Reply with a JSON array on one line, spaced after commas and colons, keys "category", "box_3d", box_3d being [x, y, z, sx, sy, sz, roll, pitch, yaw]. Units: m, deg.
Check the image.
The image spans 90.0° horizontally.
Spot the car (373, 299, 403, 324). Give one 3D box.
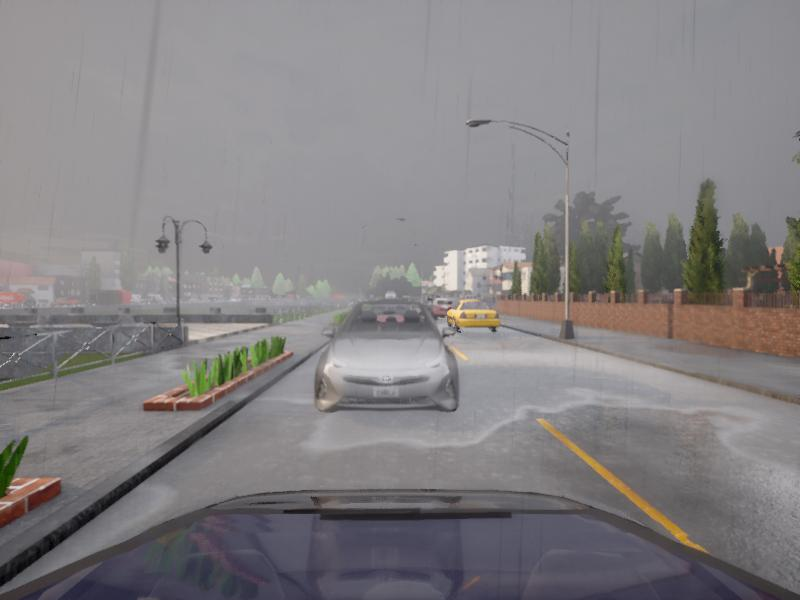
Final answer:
[{"category": "car", "box_3d": [-0.797, 0.674, 26.031, 1.816, 1.474, 4.193, 0, 0, -2]}]

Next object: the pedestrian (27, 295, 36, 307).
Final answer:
[{"category": "pedestrian", "box_3d": [-59.318, 0.166, 64.443, 0.751, 1.860, 0.751, 0, 0, -16]}]

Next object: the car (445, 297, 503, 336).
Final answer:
[{"category": "car", "box_3d": [3.330, 0.660, 19.059, 1.801, 1.575, 5.366, 0, 0, 0]}]

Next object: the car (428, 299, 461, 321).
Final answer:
[{"category": "car", "box_3d": [3.125, 0.652, 28.783, 1.970, 1.475, 3.806, 0, 0, 0]}]

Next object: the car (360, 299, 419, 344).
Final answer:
[{"category": "car", "box_3d": [-0.374, 0.712, 15.813, 2.007, 1.525, 4.514, 0, 0, 0]}]

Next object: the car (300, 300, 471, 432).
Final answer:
[{"category": "car", "box_3d": [-0.174, 0.767, 6.950, 2.007, 1.525, 4.514, 0, 0, 0]}]

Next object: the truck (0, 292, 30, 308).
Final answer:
[{"category": "truck", "box_3d": [-63.262, -0.011, 64.361, 2.627, 2.467, 5.204, 0, 0, -1]}]

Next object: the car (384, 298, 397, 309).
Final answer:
[{"category": "car", "box_3d": [-1.318, 0.444, 57.903, 1.882, 1.535, 5.008, 0, 1, 0]}]

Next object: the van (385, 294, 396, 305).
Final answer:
[{"category": "van", "box_3d": [-2.096, -0.202, 89.352, 2.351, 2.431, 6.366, 0, 0, -1]}]

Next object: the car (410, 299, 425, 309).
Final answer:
[{"category": "car", "box_3d": [2.495, 0.523, 58.086, 1.994, 1.385, 4.181, 0, 0, -1]}]

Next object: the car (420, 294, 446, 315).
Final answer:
[{"category": "car", "box_3d": [3.071, 0.391, 38.101, 1.932, 1.855, 4.605, 0, 0, -2]}]
